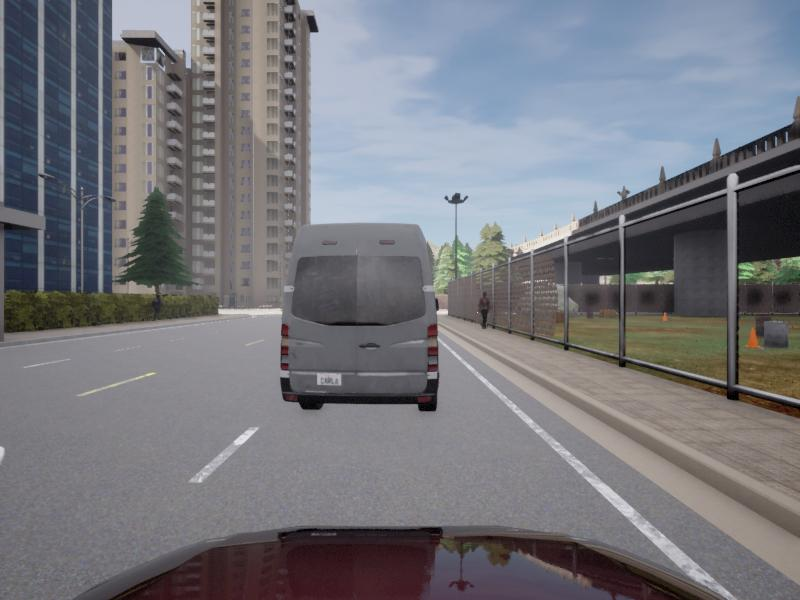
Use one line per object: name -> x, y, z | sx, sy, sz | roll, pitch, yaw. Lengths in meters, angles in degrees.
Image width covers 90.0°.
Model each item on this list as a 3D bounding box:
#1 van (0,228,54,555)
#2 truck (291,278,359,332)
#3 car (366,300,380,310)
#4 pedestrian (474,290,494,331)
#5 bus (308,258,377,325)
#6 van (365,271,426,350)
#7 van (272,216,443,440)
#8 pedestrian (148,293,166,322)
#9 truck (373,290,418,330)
van -> -3.509, 0.571, 0.638 | 2.069, 2.038, 4.480 | 0, 0, -1
truck -> -3.742, 0.328, 21.155 | 2.627, 2.467, 5.204 | 0, -2, -1
car -> -4.221, 0.801, 63.410 | 1.801, 1.575, 5.366 | 0, 0, -1
pedestrian -> 3.919, 0.485, 18.657 | 0.751, 1.860, 0.751 | 0, 0, -3
bus -> -3.973, -0.535, 30.721 | 3.944, 4.253, 10.273 | 0, 0, -1
van -> -0.179, 0.323, 15.946 | 1.988, 2.561, 5.915 | 0, 0, -1
van -> -0.353, 0.322, 7.571 | 1.988, 2.561, 5.915 | 0, 0, 3
pedestrian -> -15.872, 0.485, 26.125 | 0.751, 1.860, 0.751 | 0, 0, -2
truck -> -0.279, 0.542, 24.364 | 2.390, 2.098, 6.274 | 0, 0, -1
